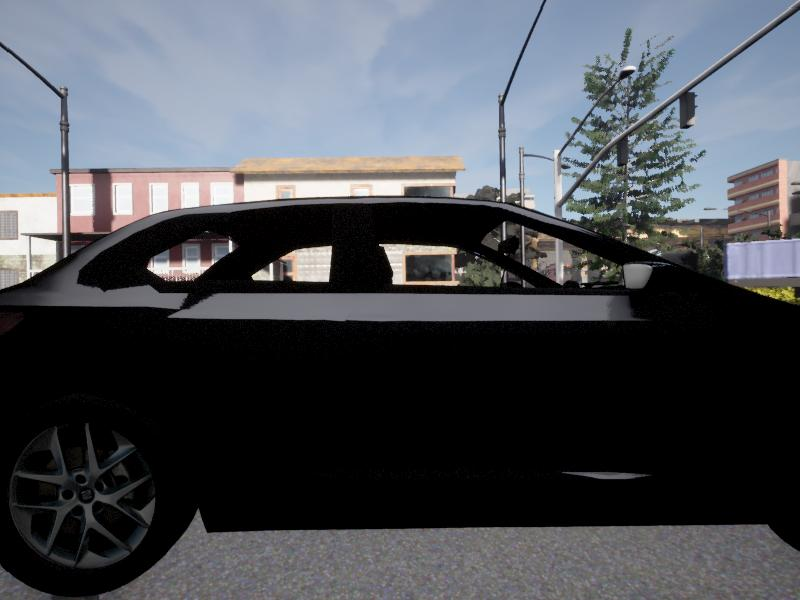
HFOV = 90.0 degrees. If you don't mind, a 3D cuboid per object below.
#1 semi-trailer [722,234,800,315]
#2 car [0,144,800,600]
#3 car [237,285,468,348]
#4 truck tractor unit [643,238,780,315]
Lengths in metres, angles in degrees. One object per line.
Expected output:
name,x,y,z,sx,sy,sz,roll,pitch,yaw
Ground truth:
semi-trailer,25.704,-1.475,20.430,14.254,4.402,2.717,-1,0,35
car,0.342,0.254,2.184,4.193,1.474,1.816,0,0,-1
car,-0.980,0.341,9.155,4.718,1.301,1.895,0,0,-1
truck tractor unit,19.423,-1.264,25.223,6.516,4.208,3.053,-1,0,43
